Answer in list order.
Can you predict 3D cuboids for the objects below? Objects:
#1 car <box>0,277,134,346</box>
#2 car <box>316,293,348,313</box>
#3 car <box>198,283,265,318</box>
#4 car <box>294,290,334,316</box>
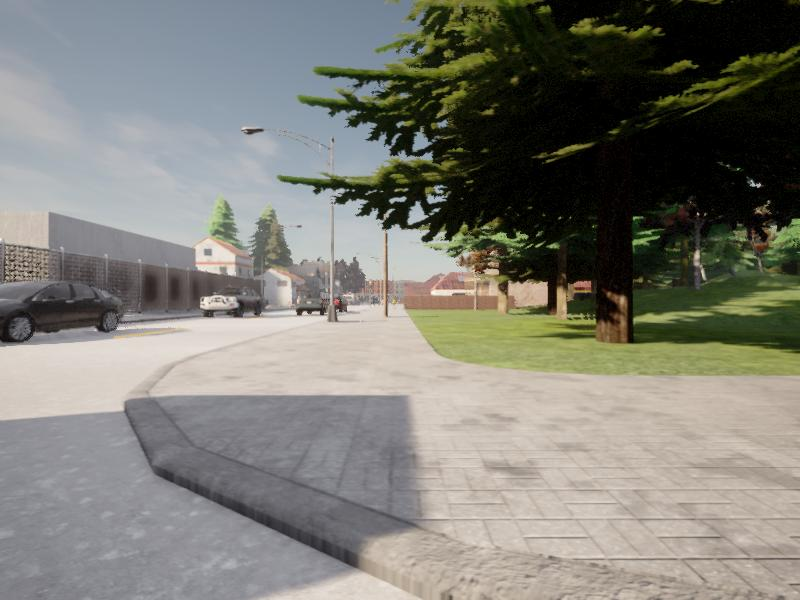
[{"bbox_3d":[-9.516,0.236,10.526,1.837,1.490,4.892,0,0,-1],"label":"car"},{"bbox_3d":[-5.503,0.237,33.005,2.007,1.525,4.514,0,0,-2],"label":"car"},{"bbox_3d":[-9.576,0.054,23.175,1.932,1.855,4.605,0,-1,-1],"label":"car"},{"bbox_3d":[-5.600,0.194,26.500,1.851,1.617,3.988,0,0,0],"label":"car"}]
